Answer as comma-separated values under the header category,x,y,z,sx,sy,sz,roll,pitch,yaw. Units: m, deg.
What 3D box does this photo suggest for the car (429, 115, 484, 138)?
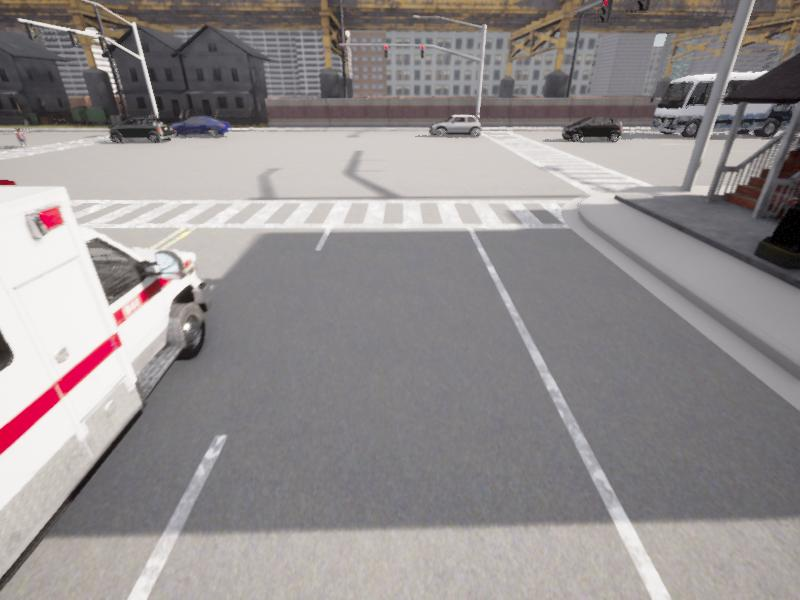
category,x,y,z,sx,sy,sz,roll,pitch,yaw
car,4.185,-13.093,30.112,3.806,1.475,1.970,0,27,0

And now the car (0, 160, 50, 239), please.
category,x,y,z,sx,sy,sz,roll,pitch,yaw
car,-10.320,-1.625,8.030,1.882,1.535,5.008,1,27,3

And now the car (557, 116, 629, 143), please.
category,x,y,z,sx,sy,sz,roll,pitch,yaw
car,12.930,-11.525,26.982,3.705,1.549,1.789,0,27,0

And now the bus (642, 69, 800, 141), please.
category,x,y,z,sx,sy,sz,roll,pitch,yaw
bus,24.489,-14.309,29.346,10.273,4.253,3.944,-2,27,1

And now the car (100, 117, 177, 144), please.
category,x,y,z,sx,sy,sz,roll,pitch,yaw
car,-17.520,-11.477,27.000,3.705,1.549,1.789,0,27,0

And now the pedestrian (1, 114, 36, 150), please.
category,x,y,z,sx,sy,sz,roll,pitch,yaw
pedestrian,-22.565,-9.943,23.675,0.751,1.860,0.751,-10,29,-18

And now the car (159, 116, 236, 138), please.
category,x,y,z,sx,sy,sz,roll,pitch,yaw
car,-15.161,-13.047,30.127,4.674,1.442,1.812,0,27,0

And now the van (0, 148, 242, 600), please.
category,x,y,z,sx,sy,sz,roll,pitch,yaw
van,-3.503,0.732,2.507,2.351,2.431,6.366,0,27,0
